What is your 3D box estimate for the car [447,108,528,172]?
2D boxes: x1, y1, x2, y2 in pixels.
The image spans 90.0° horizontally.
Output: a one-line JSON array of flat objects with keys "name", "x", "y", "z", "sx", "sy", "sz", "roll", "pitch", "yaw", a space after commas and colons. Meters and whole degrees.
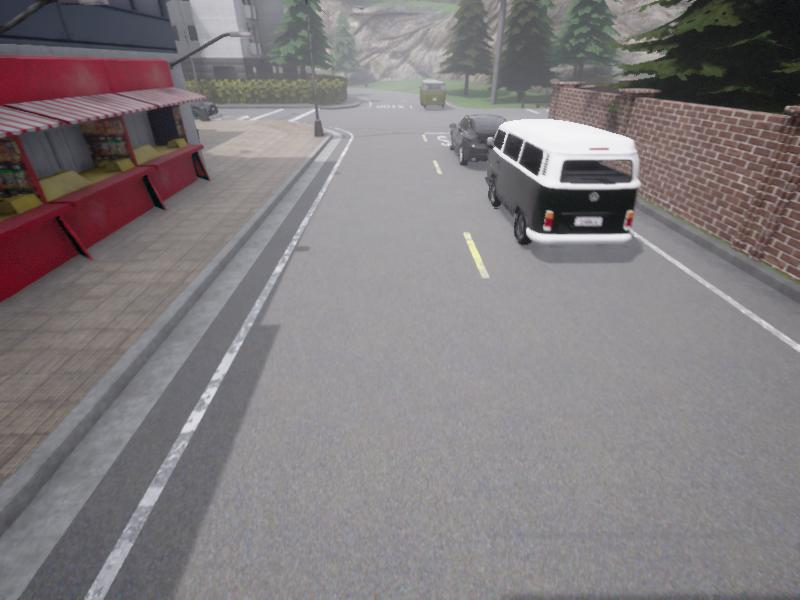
[{"name": "car", "x": 3.011, "y": -6.077, "z": 14.879, "sx": 1.837, "sy": 1.490, "sz": 4.892, "roll": 0, "pitch": 30, "yaw": -1}]

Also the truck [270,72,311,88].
[{"name": "truck", "x": -17.300, "y": -34.701, "z": 63.111, "sx": 6.274, "sy": 2.098, "sz": 2.390, "roll": 19, "pitch": 35, "yaw": 29}]

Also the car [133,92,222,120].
[{"name": "car", "x": -13.635, "y": -12.008, "z": 24.766, "sx": 4.181, "sy": 1.385, "sz": 1.994, "roll": -1, "pitch": 30, "yaw": -2}]

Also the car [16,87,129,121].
[{"name": "car", "x": -19.881, "y": -12.040, "z": 24.516, "sx": 4.611, "sy": 1.667, "sz": 2.242, "roll": -1, "pitch": 30, "yaw": -2}]

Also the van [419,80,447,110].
[{"name": "van", "x": 2.646, "y": -17.117, "z": 33.232, "sx": 1.775, "sy": 1.987, "sz": 4.442, "roll": -1, "pitch": 30, "yaw": -2}]

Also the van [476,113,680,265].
[{"name": "van", "x": 3.120, "y": -2.614, "z": 8.423, "sx": 2.069, "sy": 2.038, "sz": 4.480, "roll": 0, "pitch": 30, "yaw": -1}]
